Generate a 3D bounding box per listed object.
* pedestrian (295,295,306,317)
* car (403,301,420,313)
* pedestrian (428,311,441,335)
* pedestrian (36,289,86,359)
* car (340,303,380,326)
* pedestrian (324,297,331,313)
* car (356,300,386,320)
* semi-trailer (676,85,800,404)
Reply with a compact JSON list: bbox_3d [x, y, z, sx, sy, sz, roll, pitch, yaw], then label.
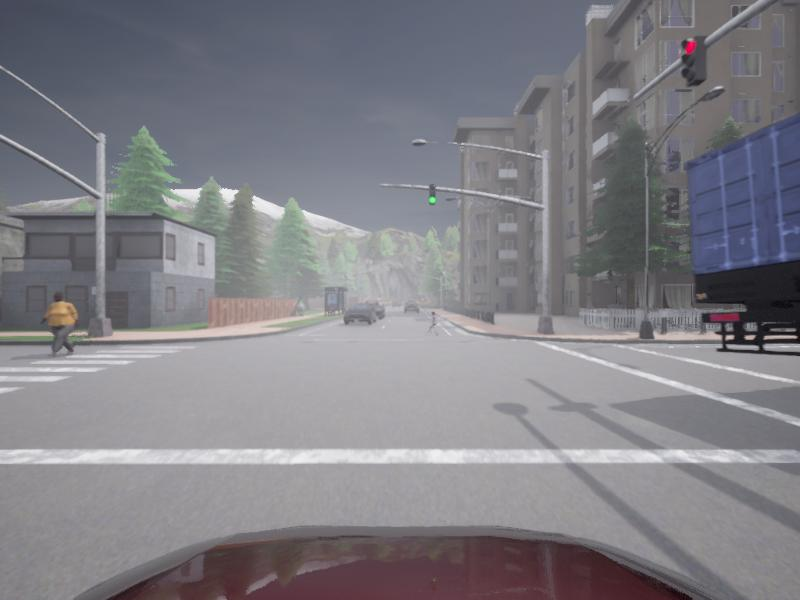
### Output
[{"bbox_3d":[-8.631,0.533,34.775,0.751,1.860,0.751,0,0,2],"label":"pedestrian"},{"bbox_3d":[1.528,0.896,53.038,2.038,1.542,4.974,0,0,2],"label":"car"},{"bbox_3d":[1.566,1.043,18.398,0.500,1.100,0.500,0,0,-6],"label":"pedestrian"},{"bbox_3d":[-9.315,0.634,11.018,0.751,1.860,0.751,0,0,-4],"label":"pedestrian"},{"bbox_3d":[-2.651,0.933,27.810,2.033,1.411,5.357,0,0,2],"label":"car"},{"bbox_3d":[-8.342,0.548,46.117,0.751,1.860,0.751,0,0,-1],"label":"pedestrian"},{"bbox_3d":[-2.456,0.829,35.077,2.152,1.651,5.027,0,0,2],"label":"car"},{"bbox_3d":[12.399,-0.657,7.489,14.254,4.402,2.717,1,-4,-12],"label":"semi-trailer"}]
